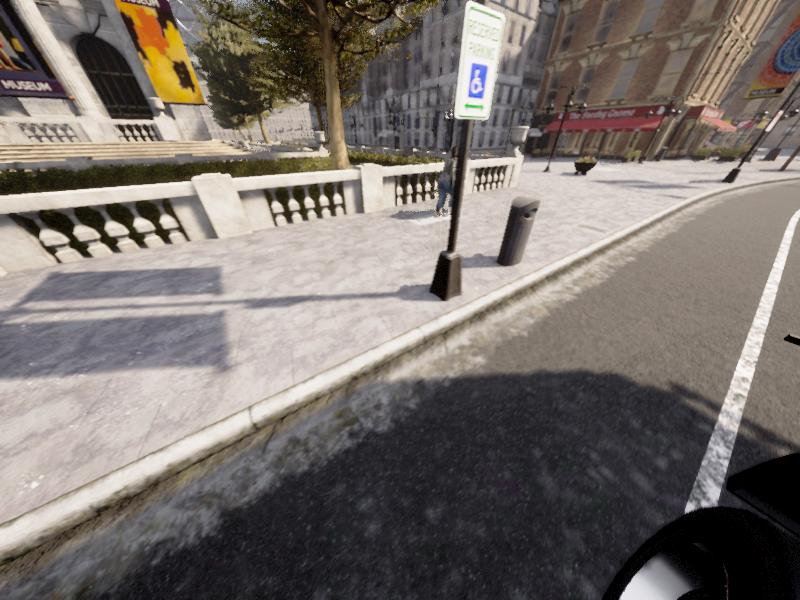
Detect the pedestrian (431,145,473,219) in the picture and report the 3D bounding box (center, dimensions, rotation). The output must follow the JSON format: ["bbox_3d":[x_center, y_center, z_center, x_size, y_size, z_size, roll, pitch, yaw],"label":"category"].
[{"bbox_3d":[1.516,-3.567,7.014,0.751,1.860,0.751,-15,38,-20],"label":"pedestrian"}]
